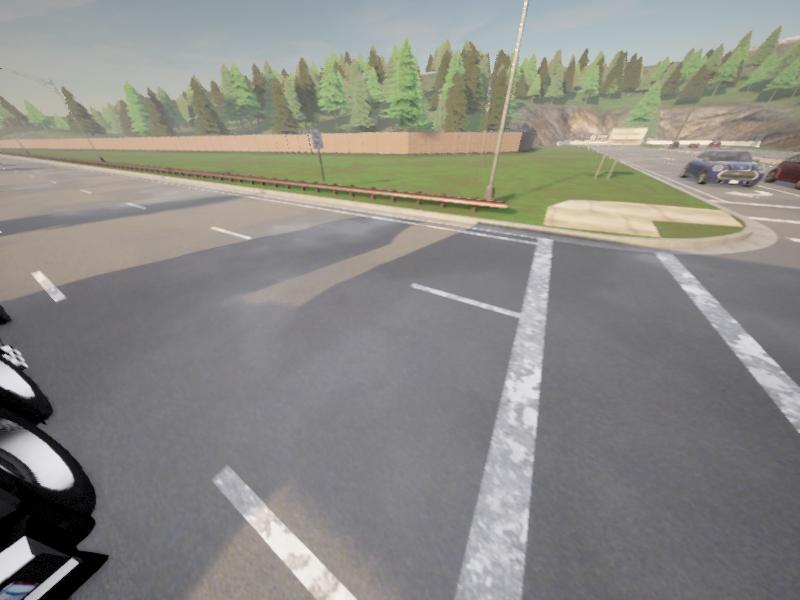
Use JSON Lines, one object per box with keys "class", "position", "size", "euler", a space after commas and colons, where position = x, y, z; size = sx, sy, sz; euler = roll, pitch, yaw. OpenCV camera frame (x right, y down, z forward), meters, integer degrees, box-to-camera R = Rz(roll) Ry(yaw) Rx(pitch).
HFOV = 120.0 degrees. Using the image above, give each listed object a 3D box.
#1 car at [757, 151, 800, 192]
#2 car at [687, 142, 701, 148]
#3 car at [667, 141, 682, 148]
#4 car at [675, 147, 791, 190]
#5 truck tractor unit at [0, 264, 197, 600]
{"class": "car", "position": [21.976, -6.781, 12.121], "size": [1.851, 1.617, 3.988], "euler": [18, 39, 25]}
{"class": "car", "position": [75.365, -39.732, 59.191], "size": [4.718, 1.301, 1.895], "euler": [-28, 43, -34]}
{"class": "car", "position": [71.034, -40.172, 59.700], "size": [4.892, 1.490, 1.837], "euler": [-29, 44, -34]}
{"class": "car", "position": [19.027, -7.918, 13.626], "size": [2.097, 1.767, 4.553], "euler": [18, 39, 25]}
{"class": "truck tractor unit", "position": [-5.120, -0.289, 0.785], "size": [6.516, 4.208, 3.053], "euler": [18, 39, 24]}
